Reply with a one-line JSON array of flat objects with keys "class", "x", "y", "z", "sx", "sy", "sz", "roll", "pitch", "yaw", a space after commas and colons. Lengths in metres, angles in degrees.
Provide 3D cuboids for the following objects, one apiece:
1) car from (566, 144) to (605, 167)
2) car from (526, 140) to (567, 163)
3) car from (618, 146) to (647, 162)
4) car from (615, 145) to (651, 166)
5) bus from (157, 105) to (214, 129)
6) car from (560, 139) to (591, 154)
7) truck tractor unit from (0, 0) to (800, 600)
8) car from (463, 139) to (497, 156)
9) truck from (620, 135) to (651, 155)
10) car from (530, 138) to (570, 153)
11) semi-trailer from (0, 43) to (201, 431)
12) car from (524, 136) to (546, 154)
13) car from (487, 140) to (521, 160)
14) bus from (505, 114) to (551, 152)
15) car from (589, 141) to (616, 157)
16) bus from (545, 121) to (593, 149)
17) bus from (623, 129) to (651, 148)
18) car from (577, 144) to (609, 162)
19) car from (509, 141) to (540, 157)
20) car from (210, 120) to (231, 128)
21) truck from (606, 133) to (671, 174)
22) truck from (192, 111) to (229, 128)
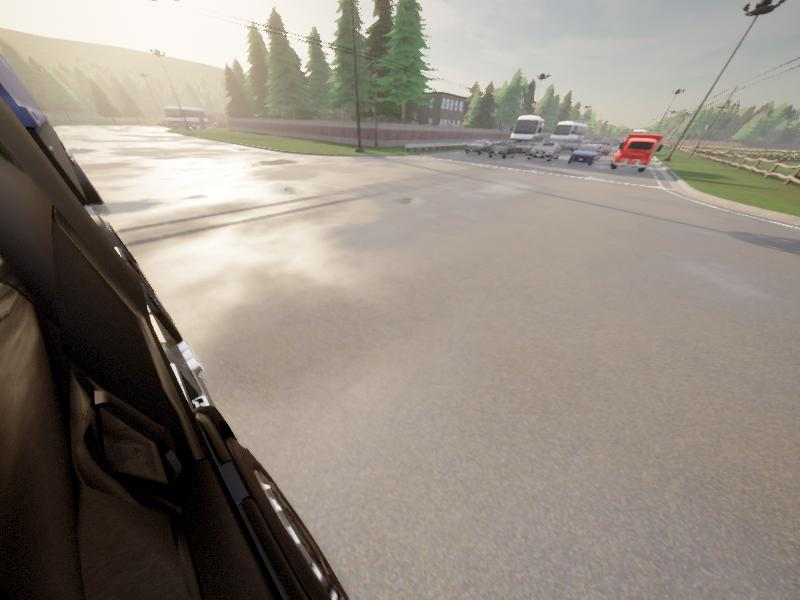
[{"class": "car", "x": 17.778, "y": -13.898, "z": 22.064, "sx": 1.882, "sy": 1.535, "sz": 5.008, "roll": 28, "pitch": 43, "yaw": 30}, {"class": "car", "x": 15.091, "y": -15.351, "z": 23.774, "sx": 2.152, "sy": 1.651, "sz": 5.027, "roll": 28, "pitch": 43, "yaw": 30}, {"class": "car", "x": 28.692, "y": -18.120, "z": 28.524, "sx": 1.994, "sy": 1.385, "sz": 4.181, "roll": 28, "pitch": 43, "yaw": 30}, {"class": "car", "x": 24.268, "y": -15.111, "z": 24.093, "sx": 2.007, "sy": 1.525, "sz": 4.514, "roll": 28, "pitch": 43, "yaw": 30}, {"class": "bus", "x": -51.619, "y": -44.299, "z": 56.240, "sx": 3.944, "sy": 4.253, "sz": 10.273, "roll": 2, "pitch": 37, "yaw": -1}, {"class": "car", "x": 26.840, "y": -23.499, "z": 35.362, "sx": 4.611, "sy": 1.667, "sz": 2.242, "roll": -28, "pitch": 46, "yaw": -34}, {"class": "truck tractor unit", "x": -2.645, "y": -0.295, "z": 0.351, "sx": 6.516, "sy": 4.208, "sz": 3.053, "roll": 28, "pitch": 44, "yaw": 30}, {"class": "car", "x": 9.422, "y": -17.915, "z": 27.009, "sx": 1.812, "sy": 1.442, "sz": 4.674, "roll": 28, "pitch": 43, "yaw": 30}, {"class": "truck", "x": 38.458, "y": -25.300, "z": 37.865, "sx": 2.627, "sy": 2.467, "sz": 5.204, "roll": 28, "pitch": 41, "yaw": 29}, {"class": "car", "x": 22.437, "y": -23.143, "z": 34.595, "sx": 4.611, "sy": 1.667, "sz": 2.242, "roll": -13, "pitch": 41, "yaw": -20}, {"class": "semi-trailer", "x": -8.699, "y": -3.595, "z": 4.241, "sx": 14.254, "sy": 4.402, "sz": 2.717, "roll": 28, "pitch": 44, "yaw": 30}, {"class": "car", "x": 18.703, "y": -21.453, "z": 31.939, "sx": 1.905, "sy": 1.878, "sz": 3.866, "roll": 19, "pitch": 40, "yaw": 21}, {"class": "car", "x": 10.771, "y": -15.612, "z": 23.916, "sx": 1.789, "sy": 1.549, "sz": 3.705, "roll": 28, "pitch": 43, "yaw": 30}, {"class": "bus", "x": 20.398, "y": -26.280, "z": 36.523, "sx": 3.944, "sy": 4.253, "sz": 10.273, "roll": 22, "pitch": 41, "yaw": 24}, {"class": "car", "x": 29.607, "y": -22.155, "z": 33.728, "sx": 2.242, "sy": 1.667, "sz": 4.611, "roll": 28, "pitch": 44, "yaw": 30}, {"class": "bus", "x": 34.552, "y": -33.610, "z": 47.219, "sx": 10.273, "sy": 4.253, "sz": 3.944, "roll": -26, "pitch": 46, "yaw": -34}, {"class": "bus", "x": 70.476, "y": -48.108, "z": 68.813, "sx": 3.944, "sy": 4.253, "sz": 10.273, "roll": 28, "pitch": 43, "yaw": 30}, {"class": "car", "x": 21.750, "y": -16.631, "z": 26.016, "sx": 1.970, "sy": 1.475, "sz": 3.806, "roll": 28, "pitch": 43, "yaw": 30}, {"class": "car", "x": 15.366, "y": -18.639, "z": 28.404, "sx": 1.994, "sy": 1.385, "sz": 4.181, "roll": 29, "pitch": 44, "yaw": 30}, {"class": "car", "x": -55.089, "y": -53.962, "z": 70.957, "sx": 1.932, "sy": 1.855, "sz": 4.605, "roll": 12, "pitch": 38, "yaw": 13}, {"class": "truck", "x": 19.703, "y": -12.313, "z": 19.277, "sx": 2.627, "sy": 2.467, "sz": 5.204, "roll": 28, "pitch": 44, "yaw": 30}, {"class": "truck", "x": -60.727, "y": -57.920, "z": 74.274, "sx": 2.891, "sy": 3.827, "sz": 8.468, "roll": 12, "pitch": 38, "yaw": 13}]
